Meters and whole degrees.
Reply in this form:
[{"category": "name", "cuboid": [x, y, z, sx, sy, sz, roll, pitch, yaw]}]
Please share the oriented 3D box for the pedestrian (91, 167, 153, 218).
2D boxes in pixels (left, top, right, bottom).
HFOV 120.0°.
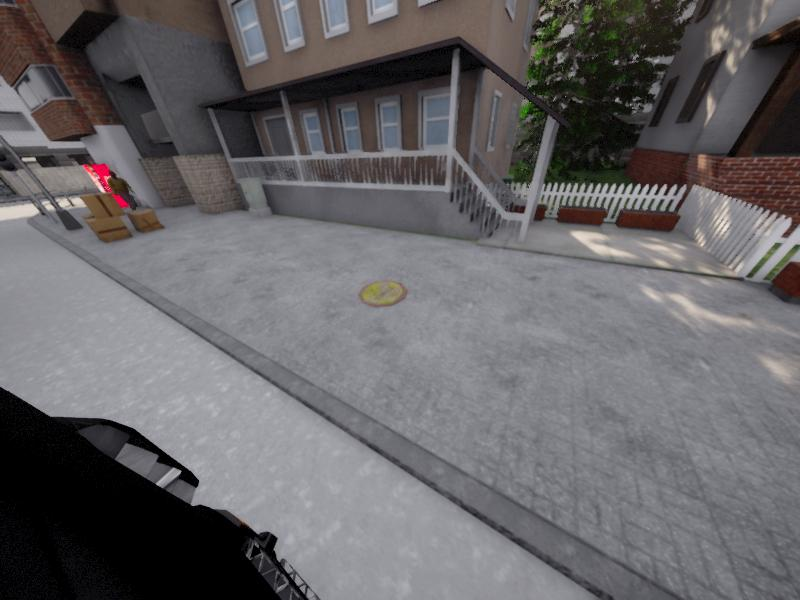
[{"category": "pedestrian", "cuboid": [-11.718, -4.543, 9.809, 0.751, 1.860, 0.751, 11, 36, 20]}]
